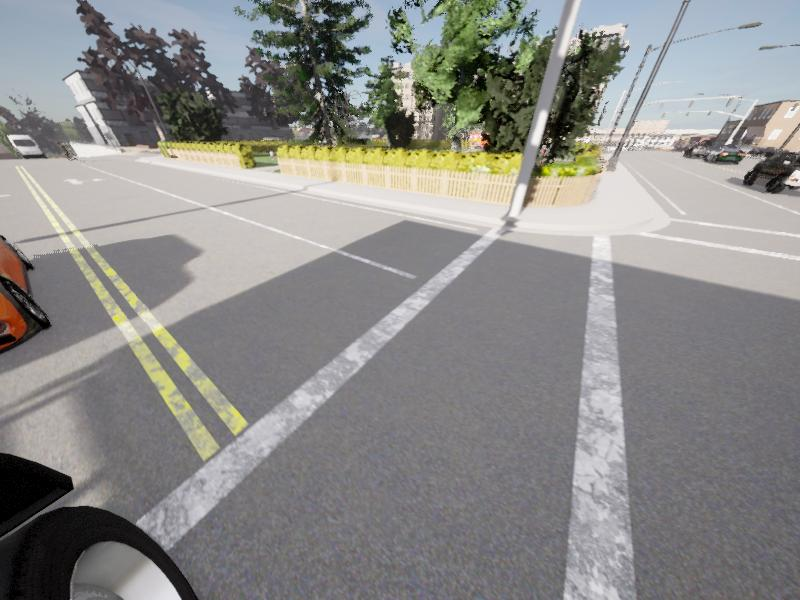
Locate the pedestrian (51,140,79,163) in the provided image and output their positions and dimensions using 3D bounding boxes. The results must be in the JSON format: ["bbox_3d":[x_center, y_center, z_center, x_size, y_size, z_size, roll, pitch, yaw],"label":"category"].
[{"bbox_3d":[-32.983,-14.638,22.751,0.751,1.860,0.751,26,42,31],"label":"pedestrian"}]

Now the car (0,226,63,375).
[{"bbox_3d":[-6.752,-0.345,2.787,4.553,1.767,2.097,22,41,28],"label":"car"}]

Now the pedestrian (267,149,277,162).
[{"bbox_3d":[-12.522,-14.155,22.637,0.500,1.100,0.500,-13,37,-18],"label":"pedestrian"}]

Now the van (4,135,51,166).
[{"bbox_3d":[-49.989,-20.054,31.197,5.915,2.561,1.988,12,35,35],"label":"van"}]

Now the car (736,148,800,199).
[{"bbox_3d":[19.964,-6.441,11.580,1.932,1.855,4.605,23,41,28],"label":"car"}]

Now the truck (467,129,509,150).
[{"bbox_3d":[21.026,-38.659,55.602,8.468,3.827,2.891,23,41,29],"label":"truck"}]

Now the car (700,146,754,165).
[{"bbox_3d":[36.798,-16.460,26.231,2.038,1.542,4.974,22,41,28],"label":"car"}]

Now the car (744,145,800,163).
[{"bbox_3d":[56.880,-22.312,35.217,4.674,1.442,1.812,27,43,21],"label":"car"}]

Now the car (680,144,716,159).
[{"bbox_3d":[42.985,-21.554,33.448,1.851,1.617,3.988,21,40,27],"label":"car"}]

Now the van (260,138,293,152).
[{"bbox_3d":[-22.268,-28.094,41.814,2.069,2.038,4.480,23,41,28],"label":"van"}]
